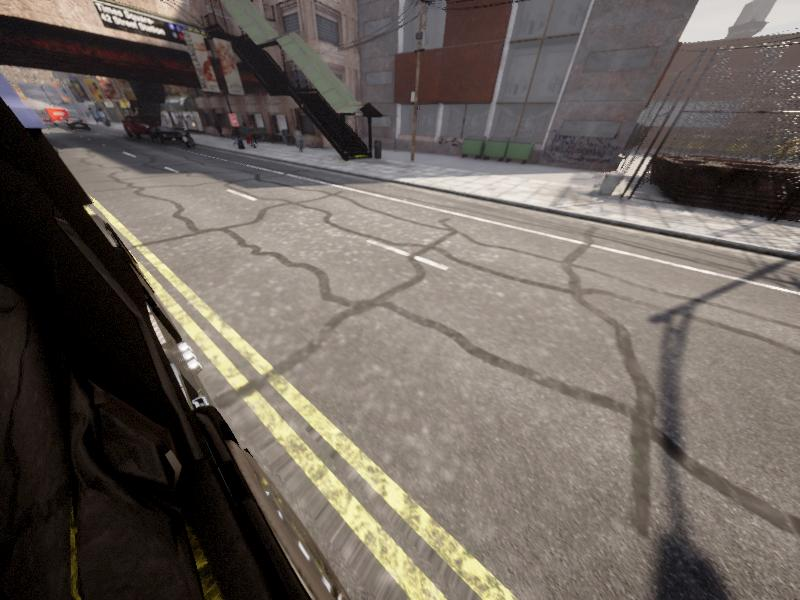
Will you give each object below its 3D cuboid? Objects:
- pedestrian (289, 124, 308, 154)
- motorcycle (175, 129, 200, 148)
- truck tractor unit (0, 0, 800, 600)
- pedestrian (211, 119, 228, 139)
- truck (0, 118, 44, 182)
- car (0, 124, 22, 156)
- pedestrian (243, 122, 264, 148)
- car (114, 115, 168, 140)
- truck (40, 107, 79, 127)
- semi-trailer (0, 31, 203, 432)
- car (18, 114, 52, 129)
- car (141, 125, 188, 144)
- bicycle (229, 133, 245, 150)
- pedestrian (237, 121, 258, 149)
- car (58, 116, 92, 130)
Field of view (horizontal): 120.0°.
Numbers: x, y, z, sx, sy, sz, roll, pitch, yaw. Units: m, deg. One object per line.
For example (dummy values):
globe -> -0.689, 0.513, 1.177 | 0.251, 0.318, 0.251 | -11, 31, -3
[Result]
pedestrian -> -7.806, -12.413, 17.863 | 0.751, 1.860, 0.751 | -26, 46, -33
motorcycle -> -18.525, -14.155, 20.236 | 0.764, 1.277, 2.356 | -13, 40, -20
truck tractor unit -> -2.645, -0.295, 0.351 | 6.516, 4.208, 3.053 | 28, 44, 30
pedestrian -> -21.517, -20.321, 27.526 | 0.751, 1.860, 0.751 | 20, 40, 22
truck -> -17.250, -6.283, 9.180 | 6.274, 2.098, 2.390 | 26, 43, 28
car -> -24.900, -9.747, 13.682 | 5.238, 1.638, 1.930 | 26, 43, 28
pedestrian -> -12.818, -14.476, 20.291 | 0.751, 1.860, 0.751 | 15, 38, 15
car -> -29.679, -19.803, 26.455 | 5.566, 2.045, 2.435 | 25, 42, 27
truck -> -59.674, -32.058, 40.506 | 5.204, 2.467, 2.627 | 26, 42, 27
semi-trailer -> -8.794, -3.541, 4.126 | 14.254, 4.402, 2.717 | 27, 43, 29
car -> -51.422, -25.136, 32.527 | 3.988, 1.617, 1.851 | 26, 42, 27
car -> -23.745, -16.694, 23.301 | 4.718, 1.301, 1.895 | 25, 42, 27
bicycle -> -13.584, -13.193, 19.248 | 1.643, 1.024, 0.373 | 25, 32, 27
pedestrian -> -13.063, -14.128, 19.811 | 0.751, 1.860, 0.751 | 23, 41, 24
car -> -47.768, -25.978, 33.941 | 4.974, 1.542, 2.038 | 25, 42, 28
